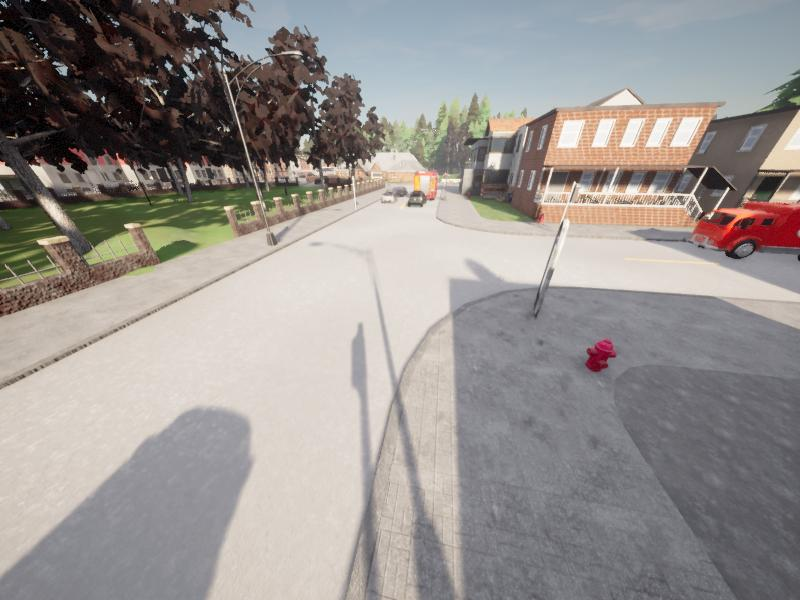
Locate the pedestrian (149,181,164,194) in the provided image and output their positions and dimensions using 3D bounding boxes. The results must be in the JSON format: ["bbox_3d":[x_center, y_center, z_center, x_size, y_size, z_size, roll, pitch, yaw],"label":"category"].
[{"bbox_3d":[-40.407,-18.738,38.344,0.751,1.860,0.751,5,30,8],"label":"pedestrian"}]

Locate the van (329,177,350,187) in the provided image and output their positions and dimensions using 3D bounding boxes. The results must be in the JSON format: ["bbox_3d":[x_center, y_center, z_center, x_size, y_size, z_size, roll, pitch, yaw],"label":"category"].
[{"bbox_3d":[-14.871,-29.078,56.822,4.442,1.987,1.775,5,30,9],"label":"van"}]

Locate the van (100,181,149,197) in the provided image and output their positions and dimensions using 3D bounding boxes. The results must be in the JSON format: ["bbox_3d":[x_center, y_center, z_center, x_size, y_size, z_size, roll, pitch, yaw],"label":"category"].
[{"bbox_3d":[-45.330,-18.348,38.191,2.069,2.038,4.480,5,30,9],"label":"van"}]

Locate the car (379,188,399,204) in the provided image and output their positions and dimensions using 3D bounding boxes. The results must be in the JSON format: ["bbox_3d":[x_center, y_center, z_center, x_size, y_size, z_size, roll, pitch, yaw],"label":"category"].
[{"bbox_3d":[-1.281,-13.276,29.471,1.845,1.501,3.633,4,30,7],"label":"car"}]

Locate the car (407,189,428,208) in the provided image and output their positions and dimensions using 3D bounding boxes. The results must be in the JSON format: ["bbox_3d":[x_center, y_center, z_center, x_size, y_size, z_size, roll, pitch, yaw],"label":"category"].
[{"bbox_3d":[2.108,-12.004,27.190,1.851,1.617,3.988,7,31,12],"label":"car"}]

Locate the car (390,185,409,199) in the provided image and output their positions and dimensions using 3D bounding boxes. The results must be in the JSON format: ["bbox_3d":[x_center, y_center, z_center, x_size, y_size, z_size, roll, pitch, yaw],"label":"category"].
[{"bbox_3d":[-0.005,-16.512,35.210,2.033,1.411,5.357,5,30,8],"label":"car"}]

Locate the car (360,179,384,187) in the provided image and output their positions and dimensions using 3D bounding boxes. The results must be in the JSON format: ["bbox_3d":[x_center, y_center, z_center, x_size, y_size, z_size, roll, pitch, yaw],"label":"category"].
[{"bbox_3d":[-6.818,-28.173,55.700,5.366,1.575,1.801,5,30,9],"label":"car"}]

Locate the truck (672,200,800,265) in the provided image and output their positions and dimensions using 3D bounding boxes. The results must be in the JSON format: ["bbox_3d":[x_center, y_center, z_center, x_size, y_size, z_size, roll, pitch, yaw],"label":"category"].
[{"bbox_3d":[18.387,-3.425,11.464,5.204,2.467,2.627,6,31,11],"label":"truck"}]

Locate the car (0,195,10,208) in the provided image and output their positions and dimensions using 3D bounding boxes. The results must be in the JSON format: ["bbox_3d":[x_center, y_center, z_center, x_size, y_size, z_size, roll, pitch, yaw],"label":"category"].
[{"bbox_3d":[-47.981,-10.596,25.287,1.837,1.490,4.892,5,30,9],"label":"car"}]

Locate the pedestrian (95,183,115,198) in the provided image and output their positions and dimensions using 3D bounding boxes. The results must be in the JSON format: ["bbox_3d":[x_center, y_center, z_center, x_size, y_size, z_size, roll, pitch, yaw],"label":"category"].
[{"bbox_3d":[-41.570,-15.408,32.575,0.751,1.860,0.751,6,30,10],"label":"pedestrian"}]

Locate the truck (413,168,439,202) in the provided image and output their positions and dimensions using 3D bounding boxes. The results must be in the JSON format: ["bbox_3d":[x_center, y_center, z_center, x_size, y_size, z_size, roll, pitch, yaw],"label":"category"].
[{"bbox_3d":[3.886,-16.816,33.308,2.891,3.827,8.468,5,30,9],"label":"truck"}]
